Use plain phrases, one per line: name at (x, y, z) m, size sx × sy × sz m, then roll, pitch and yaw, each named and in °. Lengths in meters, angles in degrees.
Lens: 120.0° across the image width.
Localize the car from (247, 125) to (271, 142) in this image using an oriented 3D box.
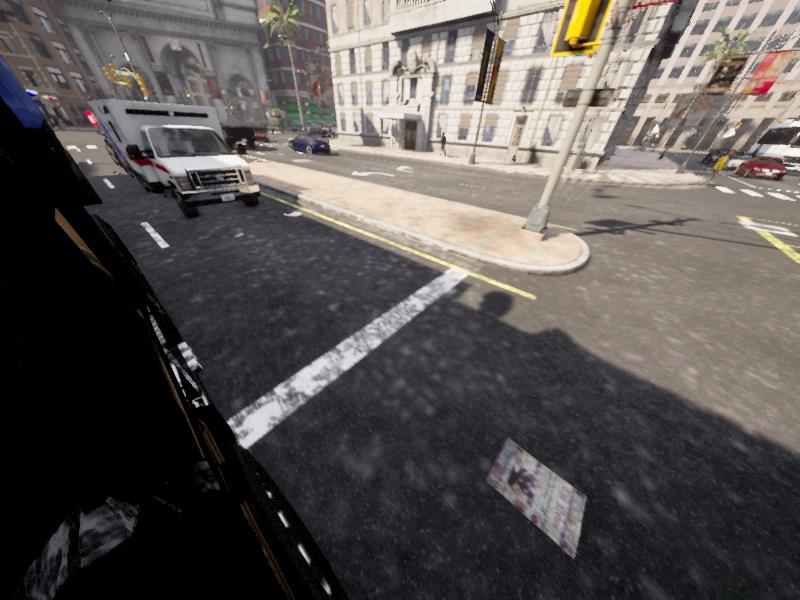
car at (-17.691, -21.046, 29.184) m, size 1.851 × 1.617 × 3.988 m, roll -10°, pitch 39°, yaw -17°

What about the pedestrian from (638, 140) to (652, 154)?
pedestrian at (40.857, -25.474, 38.524) m, size 0.751 × 1.860 × 0.751 m, roll 27°, pitch 43°, yaw 29°

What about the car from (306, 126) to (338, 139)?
car at (-13.399, -28.883, 39.903) m, size 2.033 × 1.649 × 4.856 m, roll 27°, pitch 43°, yaw 29°

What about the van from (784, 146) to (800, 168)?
van at (55.910, -19.428, 31.207) m, size 1.988 × 2.561 × 5.915 m, roll 28°, pitch 44°, yaw 30°

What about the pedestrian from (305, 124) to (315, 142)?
pedestrian at (-11.616, -21.631, 29.869) m, size 0.751 × 1.860 × 0.751 m, roll 4°, pitch 37°, yaw 2°

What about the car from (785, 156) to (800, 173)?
car at (44.097, -14.179, 24.369) m, size 2.033 × 1.411 × 5.357 m, roll 28°, pitch 44°, yaw 30°

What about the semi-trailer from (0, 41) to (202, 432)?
semi-trailer at (-8.701, -3.613, 4.210) m, size 14.254 × 4.402 × 2.717 m, roll 28°, pitch 44°, yaw 30°

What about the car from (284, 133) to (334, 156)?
car at (-7.977, -13.683, 20.222) m, size 4.181 × 1.385 × 1.994 m, roll 28°, pitch 44°, yaw 30°

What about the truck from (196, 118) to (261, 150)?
truck at (-15.996, -15.527, 21.534) m, size 6.274 × 2.098 × 2.390 m, roll 28°, pitch 44°, yaw 30°

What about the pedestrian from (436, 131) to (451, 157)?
pedestrian at (3.777, -13.680, 20.307) m, size 0.751 × 1.860 × 0.751 m, roll 31°, pitch 45°, yaw 32°

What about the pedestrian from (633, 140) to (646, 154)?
pedestrian at (39.344, -25.114, 37.942) m, size 0.751 × 1.860 × 0.751 m, roll 32°, pitch 46°, yaw 33°

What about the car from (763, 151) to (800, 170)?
car at (48.713, -17.444, 28.842) m, size 2.152 × 1.651 × 5.027 m, roll 29°, pitch 44°, yaw 30°

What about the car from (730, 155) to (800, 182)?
car at (29.775, -10.918, 19.017) m, size 1.812 × 1.442 × 4.674 m, roll 28°, pitch 44°, yaw 30°

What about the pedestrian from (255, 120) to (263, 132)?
pedestrian at (-29.657, -36.577, 48.577) m, size 0.751 × 1.860 × 0.751 m, roll -5°, pitch 38°, yaw -11°

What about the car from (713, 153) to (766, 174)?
car at (34.132, -13.884, 23.387) m, size 1.895 × 1.301 × 4.718 m, roll 28°, pitch 44°, yaw 30°

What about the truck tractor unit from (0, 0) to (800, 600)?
truck tractor unit at (-2.645, -0.295, 0.351) m, size 6.516 × 4.208 × 3.053 m, roll 28°, pitch 44°, yaw 30°

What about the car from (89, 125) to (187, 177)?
car at (-12.875, -7.412, 11.318) m, size 4.856 × 1.649 × 2.033 m, roll 28°, pitch 44°, yaw 30°

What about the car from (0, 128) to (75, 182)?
car at (-16.190, -6.342, 9.869) m, size 5.357 × 1.411 × 2.033 m, roll 28°, pitch 44°, yaw 30°

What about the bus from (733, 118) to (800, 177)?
bus at (39.127, -15.066, 22.835) m, size 3.944 × 4.253 × 10.273 m, roll 28°, pitch 44°, yaw 30°

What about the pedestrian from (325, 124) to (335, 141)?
pedestrian at (-9.740, -23.191, 32.075) m, size 0.751 × 1.860 × 0.751 m, roll 17°, pitch 39°, yaw 17°

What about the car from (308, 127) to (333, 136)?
car at (-17.056, -36.183, 49.541) m, size 1.812 × 1.442 × 4.674 m, roll 28°, pitch 44°, yaw 30°

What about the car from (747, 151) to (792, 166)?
car at (53.584, -20.664, 33.653) m, size 2.033 × 1.411 × 5.357 m, roll 28°, pitch 44°, yaw 30°

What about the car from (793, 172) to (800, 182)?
car at (31.784, -9.055, 16.596) m, size 2.038 × 1.542 × 4.974 m, roll 28°, pitch 44°, yaw 29°

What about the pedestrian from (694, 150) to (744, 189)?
pedestrian at (18.476, -7.600, 13.446) m, size 0.751 × 1.860 × 0.751 m, roll 24°, pitch 42°, yaw 26°

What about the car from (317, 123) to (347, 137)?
car at (-13.928, -35.238, 47.991) m, size 2.150 × 2.045 × 5.566 m, roll 29°, pitch 44°, yaw 30°

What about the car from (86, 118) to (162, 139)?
car at (-30.457, -19.067, 25.675) m, size 5.027 × 1.651 × 2.152 m, roll 0°, pitch 37°, yaw -4°

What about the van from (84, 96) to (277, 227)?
van at (-6.979, -4.589, 7.285) m, size 6.366 × 2.431 × 2.351 m, roll 28°, pitch 44°, yaw 30°

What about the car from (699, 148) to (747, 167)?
car at (39.113, -17.418, 28.121) m, size 2.242 × 1.667 × 4.611 m, roll 28°, pitch 44°, yaw 30°
